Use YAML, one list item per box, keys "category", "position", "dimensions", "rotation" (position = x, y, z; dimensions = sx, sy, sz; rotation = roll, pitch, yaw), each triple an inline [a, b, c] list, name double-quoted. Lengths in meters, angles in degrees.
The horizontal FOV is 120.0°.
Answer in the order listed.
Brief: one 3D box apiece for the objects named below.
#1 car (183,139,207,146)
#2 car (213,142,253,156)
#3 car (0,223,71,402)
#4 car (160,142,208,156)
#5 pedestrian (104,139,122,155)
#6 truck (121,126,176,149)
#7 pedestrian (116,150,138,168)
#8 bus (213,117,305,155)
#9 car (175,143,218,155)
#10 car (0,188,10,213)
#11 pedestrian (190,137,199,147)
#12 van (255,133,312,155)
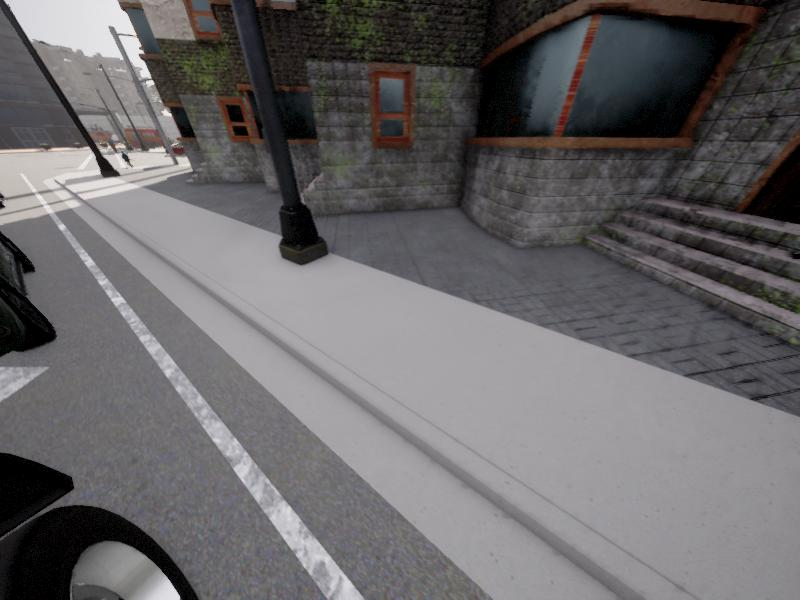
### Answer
- category: "car"
  position: [-55.261, -42.485, 62.367]
  dimensions: [2.038, 1.542, 4.974]
  rotation: [-1, 35, -2]
- category: "car"
  position: [-22.981, -20.940, 31.992]
  dimensions: [3.806, 1.475, 1.970]
  rotation: [-6, 36, -8]
- category: "car"
  position: [-6.726, -0.405, 2.688]
  dimensions: [5.566, 2.045, 2.150]
  rotation: [21, 40, 28]
- category: "car"
  position: [-28.945, -20.329, 31.134]
  dimensions: [4.193, 1.474, 1.816]
  rotation: [-6, 36, -8]
- category: "pedestrian"
  position: [-40.226, -21.487, 32.397]
  dimensions: [0.751, 1.860, 0.751]
  rotation: [-26, 43, -32]
- category: "truck"
  position: [-53.613, -34.989, 49.771]
  dimensions: [2.891, 3.827, 8.468]
  rotation: [-5, 36, -7]
- category: "pedestrian"
  position: [-21.191, -10.945, 17.939]
  dimensions: [0.500, 1.100, 0.500]
  rotation: [9, 36, 13]
- category: "bus"
  position: [-20.308, -24.352, 34.367]
  dimensions: [10.273, 4.253, 3.944]
  rotation: [-6, 36, -8]
- category: "car"
  position: [-29.774, -22.253, 33.951]
  dimensions: [4.181, 1.385, 1.994]
  rotation: [-6, 36, -8]
- category: "car"
  position: [-16.483, -4.131, 8.381]
  dimensions: [4.674, 1.442, 1.812]
  rotation: [22, 41, 28]
- category: "pedestrian"
  position: [-48.263, -37.130, 54.254]
  dimensions: [0.751, 1.860, 0.751]
  rotation: [-11, 37, -16]
- category: "van"
  position: [-16.192, -22.076, 32.659]
  dimensions: [6.366, 2.431, 2.351]
  rotation: [-6, 36, -8]
